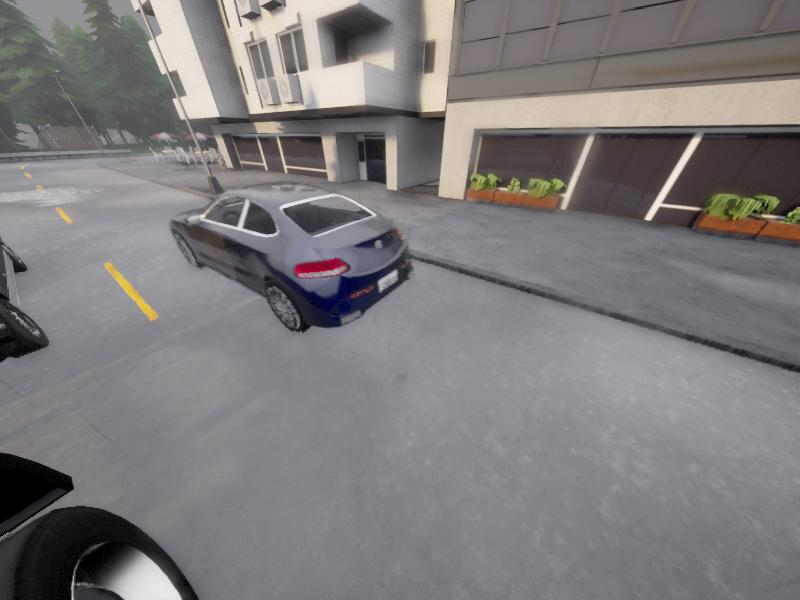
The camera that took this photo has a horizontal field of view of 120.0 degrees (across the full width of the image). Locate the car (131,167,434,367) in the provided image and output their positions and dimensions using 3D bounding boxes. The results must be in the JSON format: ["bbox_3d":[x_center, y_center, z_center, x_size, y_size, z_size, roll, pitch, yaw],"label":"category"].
[{"bbox_3d":[-2.195,-1.211,4.211,5.027,1.651,2.152,22,41,28],"label":"car"}]

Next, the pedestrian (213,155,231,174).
[{"bbox_3d":[-12.239,-9.321,15.884,0.500,1.100,0.500,24,41,29],"label":"pedestrian"}]

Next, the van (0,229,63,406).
[{"bbox_3d":[-6.844,-0.659,2.608,5.915,2.561,1.988,22,40,28],"label":"van"}]
